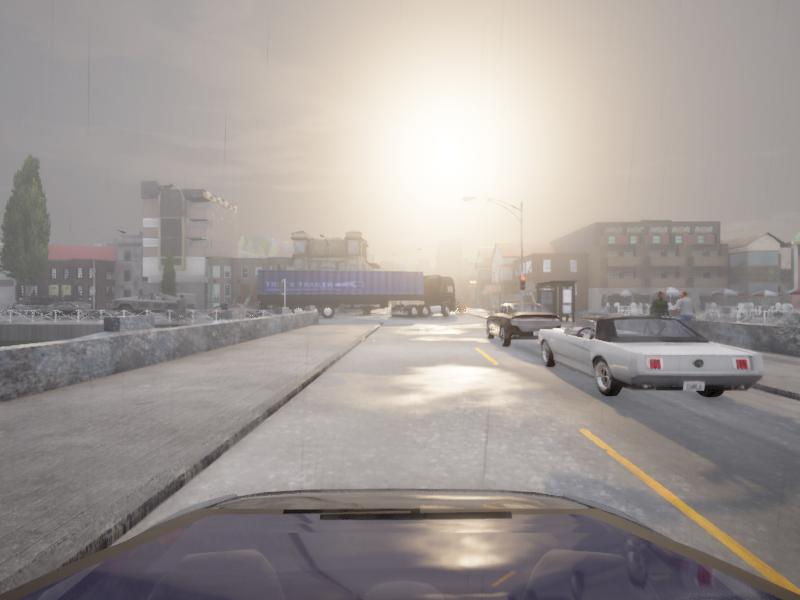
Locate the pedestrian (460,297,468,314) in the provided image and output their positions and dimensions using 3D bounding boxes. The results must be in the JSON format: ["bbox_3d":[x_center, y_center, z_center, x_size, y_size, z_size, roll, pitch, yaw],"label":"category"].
[{"bbox_3d":[7.124,0.637,44.707,0.751,1.860,0.751,0,0,24],"label":"pedestrian"}]

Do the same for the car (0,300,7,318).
[{"bbox_3d":[-38.365,0.802,35.434,5.366,1.575,1.801,0,0,2],"label":"car"}]

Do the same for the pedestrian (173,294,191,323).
[{"bbox_3d":[-14.448,0.547,26.506,0.751,1.860,0.751,0,0,2],"label":"pedestrian"}]

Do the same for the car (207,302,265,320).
[{"bbox_3d":[-14.079,0.922,34.461,4.181,1.385,1.994,0,0,-3],"label":"car"}]

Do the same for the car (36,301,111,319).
[{"bbox_3d":[-28.549,0.835,35.105,4.902,1.511,2.128,0,0,2],"label":"car"}]

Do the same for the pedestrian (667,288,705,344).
[{"bbox_3d":[9.740,0.533,13.633,0.751,1.860,0.751,0,0,1],"label":"pedestrian"}]

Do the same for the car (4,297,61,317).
[{"bbox_3d":[-36.120,0.646,39.361,3.866,1.878,1.905,0,0,2],"label":"car"}]

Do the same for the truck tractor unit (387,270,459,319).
[{"bbox_3d":[2.292,-0.516,37.938,6.516,4.208,3.053,0,0,-41],"label":"truck tractor unit"}]

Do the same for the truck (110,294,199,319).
[{"bbox_3d":[-21.283,0.543,34.862,6.274,2.098,2.390,0,0,2],"label":"truck"}]

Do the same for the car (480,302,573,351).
[{"bbox_3d":[4.438,0.836,14.911,2.128,1.511,4.902,0,0,3],"label":"car"}]

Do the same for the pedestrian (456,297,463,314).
[{"bbox_3d":[6.568,0.637,44.274,0.751,1.860,0.751,0,0,14],"label":"pedestrian"}]

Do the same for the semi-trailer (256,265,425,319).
[{"bbox_3d":[-5.023,-0.619,35.447,14.254,4.402,2.717,0,0,-12],"label":"semi-trailer"}]

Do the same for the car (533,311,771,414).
[{"bbox_3d":[4.303,0.944,7.966,1.895,1.301,4.718,0,0,2],"label":"car"}]

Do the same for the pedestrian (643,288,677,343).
[{"bbox_3d":[9.148,0.533,14.114,0.751,1.860,0.751,0,0,6],"label":"pedestrian"}]
